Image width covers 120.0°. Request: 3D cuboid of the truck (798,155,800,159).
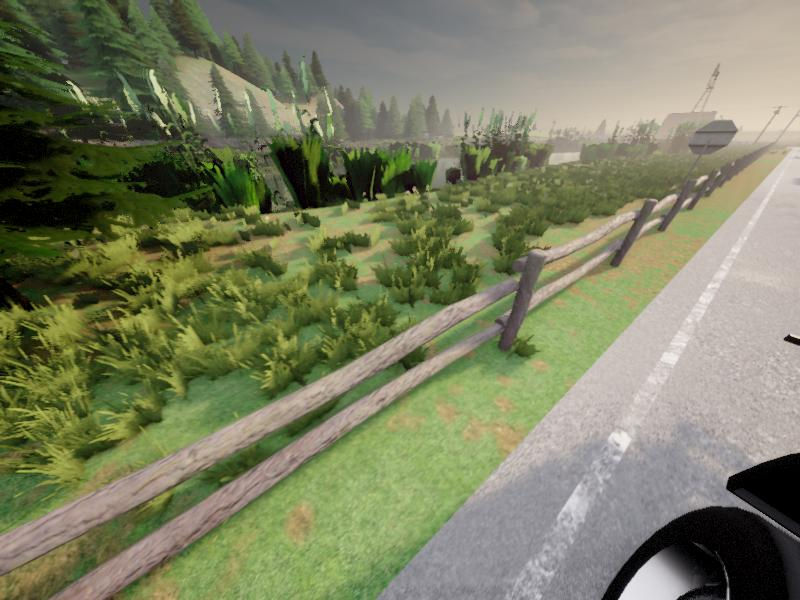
[{"bbox_3d":[48.975,-17.615,26.358,5.204,2.467,2.627,-22,41,-28],"label":"truck"}]
